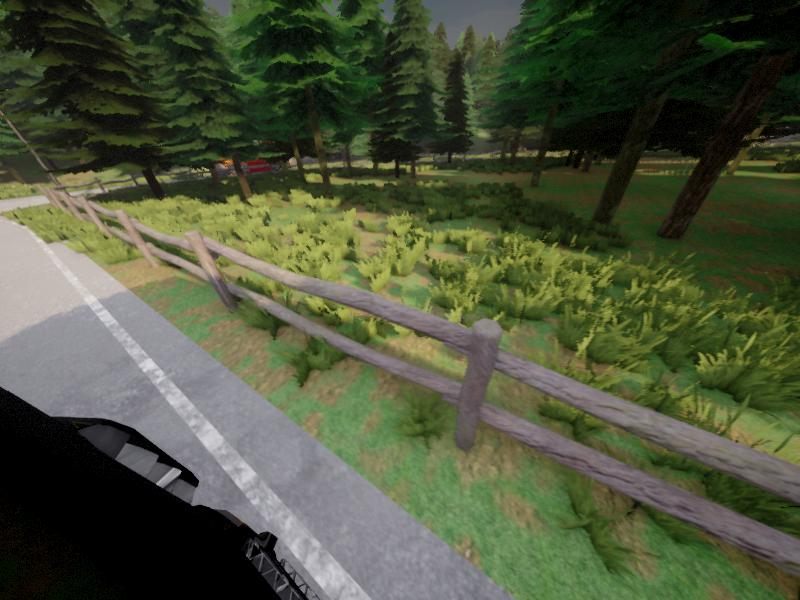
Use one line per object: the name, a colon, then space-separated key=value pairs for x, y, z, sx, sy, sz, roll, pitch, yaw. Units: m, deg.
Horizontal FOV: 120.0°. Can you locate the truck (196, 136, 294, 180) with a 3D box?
truck: x=-17.854 y=-16.960 z=27.415 sx=8.468 sy=3.827 sz=2.891 roll=-29 pitch=41 yaw=-33
